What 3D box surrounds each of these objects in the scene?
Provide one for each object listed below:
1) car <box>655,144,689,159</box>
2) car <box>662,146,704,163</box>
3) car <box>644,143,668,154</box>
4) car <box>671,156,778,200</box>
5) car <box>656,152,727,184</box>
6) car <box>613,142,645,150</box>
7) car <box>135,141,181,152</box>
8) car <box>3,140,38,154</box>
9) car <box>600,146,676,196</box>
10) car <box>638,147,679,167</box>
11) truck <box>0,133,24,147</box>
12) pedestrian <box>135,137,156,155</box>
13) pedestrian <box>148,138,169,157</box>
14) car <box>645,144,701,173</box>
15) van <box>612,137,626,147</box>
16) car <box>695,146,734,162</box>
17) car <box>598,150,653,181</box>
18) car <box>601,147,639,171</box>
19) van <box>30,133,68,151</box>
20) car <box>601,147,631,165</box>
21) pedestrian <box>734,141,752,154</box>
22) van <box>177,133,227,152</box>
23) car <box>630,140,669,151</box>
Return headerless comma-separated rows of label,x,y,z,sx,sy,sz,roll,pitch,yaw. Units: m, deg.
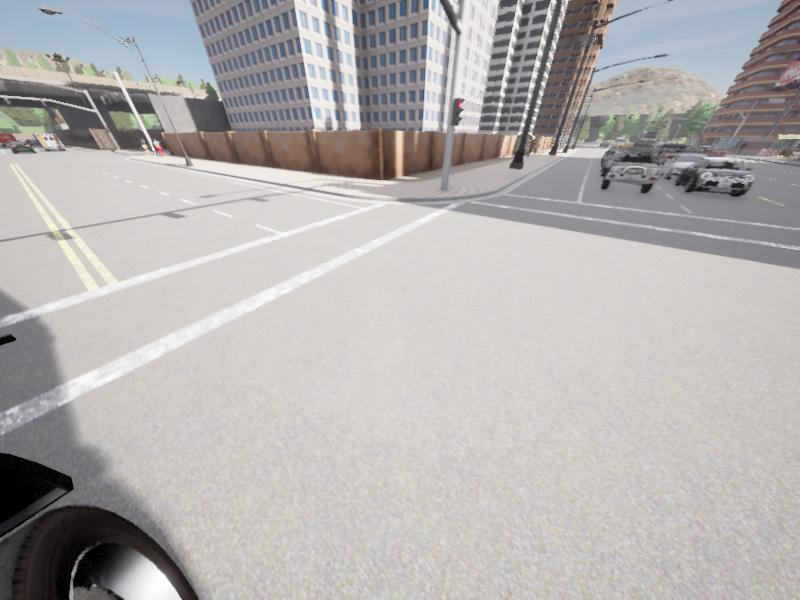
car,38.951,-21.442,33.260,2.033,1.649,4.856,22,41,28
car,35.046,-18.237,28.780,2.128,1.511,4.902,22,41,28
car,46.695,-27.664,42.243,2.007,1.525,4.514,22,41,28
car,16.114,-6.387,11.831,1.970,1.475,3.806,23,41,28
car,19.407,-9.049,15.666,1.812,1.442,4.674,22,41,28
car,56.803,-38.295,57.399,5.366,1.575,1.801,22,41,28
car,-41.232,-26.337,39.497,1.837,1.490,4.892,22,41,28
car,-56.613,-22.852,34.430,4.974,1.542,2.038,22,41,28
car,12.503,-7.089,12.446,1.932,1.855,4.605,24,41,29
car,26.617,-14.900,23.986,1.837,1.490,4.892,23,41,28
truck,-88.328,-36.046,52.093,5.204,2.467,2.627,22,41,28
pedestrian,-31.982,-19.326,29.031,0.751,1.860,0.751,2,35,2
pedestrian,-28.093,-17.755,26.917,0.751,1.860,0.751,14,38,19
car,22.922,-12.074,19.600,1.905,1.878,3.866,22,41,28
van,70.476,-50.818,74.384,1.988,2.561,5.915,22,41,28
car,39.937,-18.721,29.474,1.789,1.549,3.705,22,41,28
car,16.028,-9.817,16.692,2.163,1.488,4.792,22,41,28
car,19.753,-12.886,20.969,1.851,1.617,3.988,22,41,28
van,-60.795,-27.348,40.035,6.366,2.431,2.351,22,41,28
car,23.330,-15.720,25.135,1.816,1.474,4.193,22,41,28
pedestrian,58.322,-25.954,39.327,0.751,1.860,0.751,22,41,28
van,-35.182,-28.199,41.279,1.988,2.561,5.915,22,41,28
car,57.500,-35.751,53.367,5.566,2.045,2.150,22,41,28
